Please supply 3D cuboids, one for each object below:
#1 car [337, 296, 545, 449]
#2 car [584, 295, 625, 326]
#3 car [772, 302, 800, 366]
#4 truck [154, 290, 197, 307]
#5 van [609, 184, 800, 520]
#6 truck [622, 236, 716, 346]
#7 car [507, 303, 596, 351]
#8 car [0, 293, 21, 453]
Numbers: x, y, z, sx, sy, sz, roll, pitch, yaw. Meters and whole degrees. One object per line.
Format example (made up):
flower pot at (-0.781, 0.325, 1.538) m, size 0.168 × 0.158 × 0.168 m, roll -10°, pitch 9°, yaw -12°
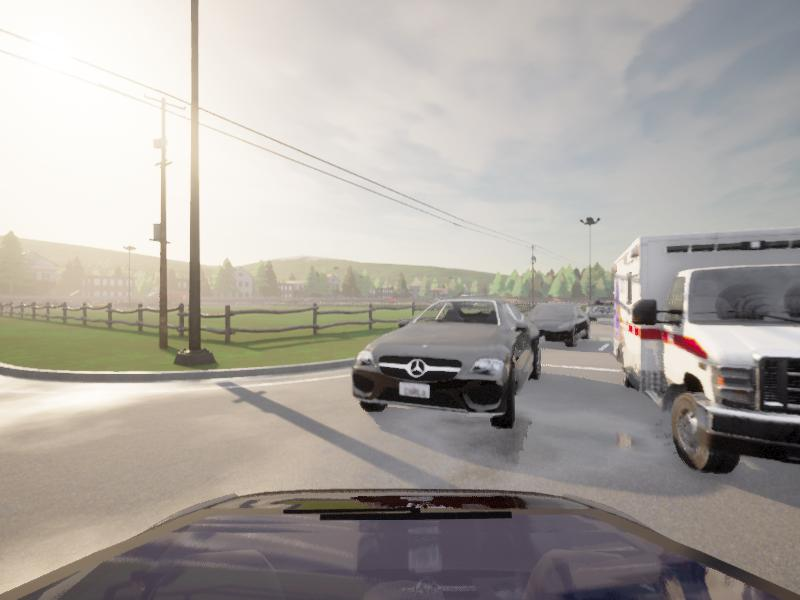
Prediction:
car at (1.204, 0.784, 7.051) m, size 2.152 × 1.651 × 5.027 m, roll 0°, pitch 0°, yaw 24°
car at (13.842, 0.664, 26.985) m, size 1.932 × 1.855 × 4.605 m, roll 0°, pitch 0°, yaw 34°
car at (10.814, 0.829, 9.822) m, size 1.845 × 1.501 × 3.633 m, roll 0°, pitch 0°, yaw 32°
truck at (-52.993, -0.289, 94.707) m, size 2.891 × 3.827 × 8.468 m, roll 0°, pitch 0°, yaw 34°
van at (4.530, 0.380, 5.652) m, size 2.351 × 2.431 × 6.366 m, roll 0°, pitch 0°, yaw 24°
truck at (12.152, -0.315, 18.208) m, size 2.891 × 3.827 × 8.468 m, roll 0°, pitch 0°, yaw 34°
car at (5.896, 0.857, 15.146) m, size 2.163 × 1.488 × 4.792 m, roll 0°, pitch 0°, yaw 34°
car at (-6.628, 0.758, 4.500) m, size 4.611 × 1.667 × 2.242 m, roll 0°, pitch 0°, yaw 30°
